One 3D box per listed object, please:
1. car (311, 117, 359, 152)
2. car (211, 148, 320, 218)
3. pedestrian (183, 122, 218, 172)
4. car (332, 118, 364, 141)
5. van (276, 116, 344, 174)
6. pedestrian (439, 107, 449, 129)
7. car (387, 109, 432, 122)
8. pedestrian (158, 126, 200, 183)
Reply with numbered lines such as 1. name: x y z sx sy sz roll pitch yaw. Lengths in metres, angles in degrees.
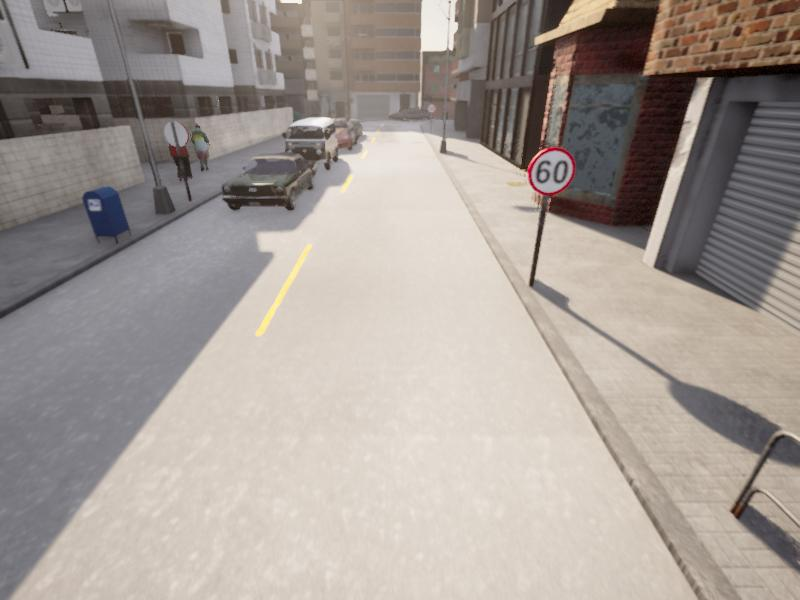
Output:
1. car: -3.966 -10.568 25.361 2.242 1.667 4.611 0 27 0
2. car: -3.984 -3.911 12.810 1.895 1.301 4.718 0 27 0
3. pedestrian: -8.244 -6.322 16.584 0.751 1.860 0.751 -3 27 -7
4. car: -3.997 -13.430 31.345 1.895 1.301 4.718 0 27 0
5. van: -3.981 -7.295 18.583 2.069 2.038 4.480 0 27 0
6. pedestrian: 4.134 -17.032 37.501 0.751 1.860 0.751 3 27 6
7. car: 1.231 -23.606 51.079 5.357 1.411 2.033 -15 31 -27
8. pedestrian: -7.989 -5.277 14.550 0.751 1.860 0.751 -2 27 -5
